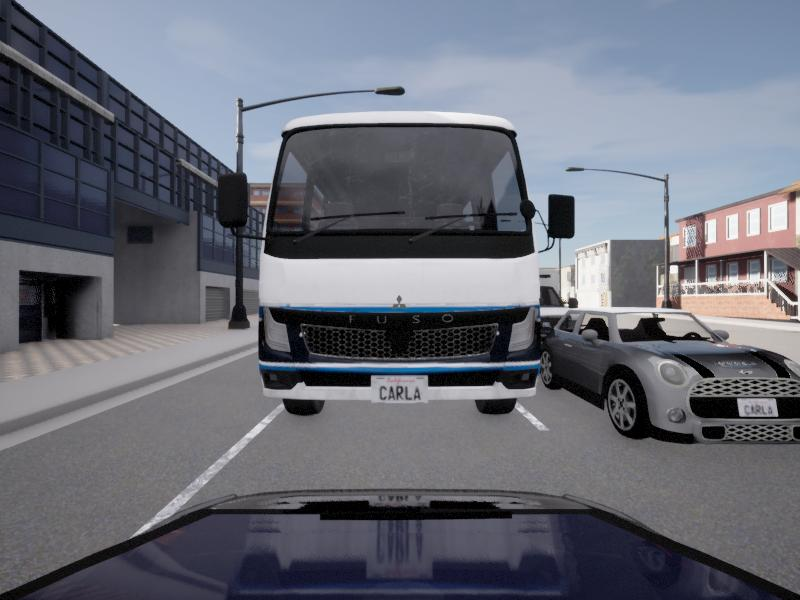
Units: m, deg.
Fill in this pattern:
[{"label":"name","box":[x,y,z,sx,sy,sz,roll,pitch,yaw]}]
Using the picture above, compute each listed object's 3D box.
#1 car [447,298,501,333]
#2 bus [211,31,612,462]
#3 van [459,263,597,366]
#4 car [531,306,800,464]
[{"label":"car","box":[3.500,0.683,19.815,1.812,1.442,4.674,0,1,0]},{"label":"bus","box":[0.118,-0.566,9.092,3.944,4.253,10.273,0,1,0]},{"label":"van","box":[3.500,0.309,12.675,2.351,2.431,6.366,0,1,0]},{"label":"car","box":[3.502,0.852,5.780,1.970,1.475,3.806,0,0,0]}]
